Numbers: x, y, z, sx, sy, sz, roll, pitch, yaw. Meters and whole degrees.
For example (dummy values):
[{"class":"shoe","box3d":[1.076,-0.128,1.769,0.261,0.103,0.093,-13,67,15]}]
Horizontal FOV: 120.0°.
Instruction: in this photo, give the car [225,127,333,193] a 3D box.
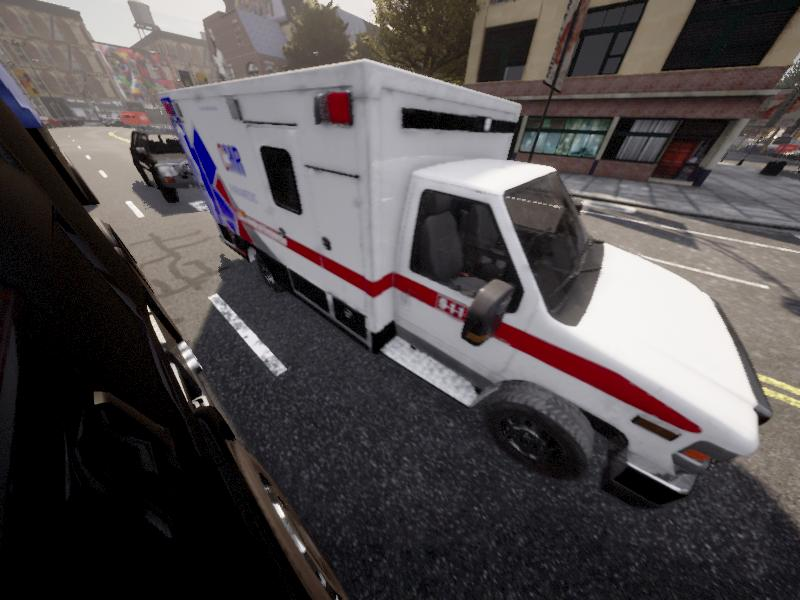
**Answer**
[{"class":"car","box3d":[-5.278,-6.242,10.069,4.605,1.855,1.932,29,44,29]}]

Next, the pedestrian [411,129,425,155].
[{"class":"pedestrian","box3d":[1.602,-14.314,20.988,0.751,1.860,0.751,-23,44,-30]}]

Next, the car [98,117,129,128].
[{"class":"car","box3d":[-54.766,-34.000,44.270,1.970,1.475,3.806,-8,38,-15]}]

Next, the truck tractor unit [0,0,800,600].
[{"class":"truck tractor unit","box3d":[-2.645,-0.295,0.351,6.516,4.208,3.053,28,44,30]}]

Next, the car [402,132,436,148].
[{"class":"car","box3d":[2.656,-21.966,31.732,1.930,1.638,5.238,28,44,30]}]

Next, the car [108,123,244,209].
[{"class":"car","box3d":[-7.781,-4.845,8.034,4.605,1.855,1.932,29,44,29]}]

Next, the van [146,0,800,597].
[{"class":"van","box3d":[-0.257,-1.022,2.973,6.366,2.431,2.351,28,44,30]}]

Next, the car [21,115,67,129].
[{"class":"car","box3d":[-52.824,-26.588,34.462,2.002,1.452,4.674,-18,41,-25]}]

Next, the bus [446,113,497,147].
[{"class":"bus","box3d":[12.878,-30.149,41.125,3.944,4.253,10.273,28,44,30]}]

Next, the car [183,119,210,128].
[{"class":"car","box3d":[-49.753,-43.203,56.652,1.930,1.638,5.238,5,37,3]}]

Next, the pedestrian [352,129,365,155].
[{"class":"pedestrian","box3d":[-3.645,-13.989,20.469,0.751,1.860,0.751,27,43,29]}]

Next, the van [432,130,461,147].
[{"class":"van","box3d":[7.319,-25.344,36.203,2.069,2.038,4.480,28,44,30]}]

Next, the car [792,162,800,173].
[{"class":"car","box3d":[41.238,-12.958,22.341,1.837,1.490,4.892,28,43,29]}]

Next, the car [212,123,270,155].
[{"class":"car","box3d":[-12.873,-13.070,18.673,4.605,1.855,1.932,28,44,30]}]

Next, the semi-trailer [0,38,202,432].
[{"class":"semi-trailer","box3d":[-8.736,-3.585,4.180,14.254,4.402,2.717,28,44,29]}]

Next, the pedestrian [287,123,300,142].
[{"class":"pedestrian","box3d":[-13.109,-20.692,28.538,0.751,1.860,0.751,12,38,12]}]

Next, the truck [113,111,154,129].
[{"class":"truck","box3d":[-51.374,-34.885,44.767,2.627,2.467,5.204,-8,38,-15]}]
